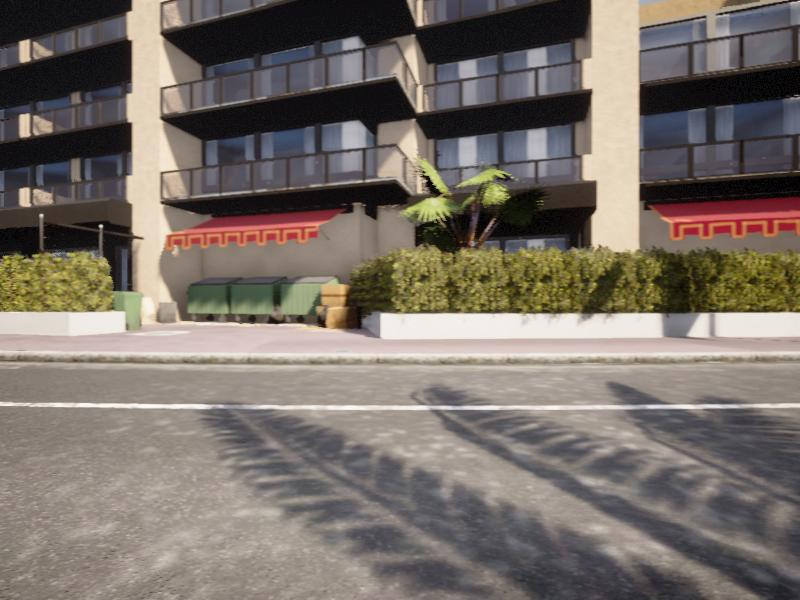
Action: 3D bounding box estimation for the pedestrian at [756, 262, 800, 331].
[{"bbox_3d":[10.695,-0.095,11.209,0.751,1.860,0.751,0,0,-7],"label":"pedestrian"}]
